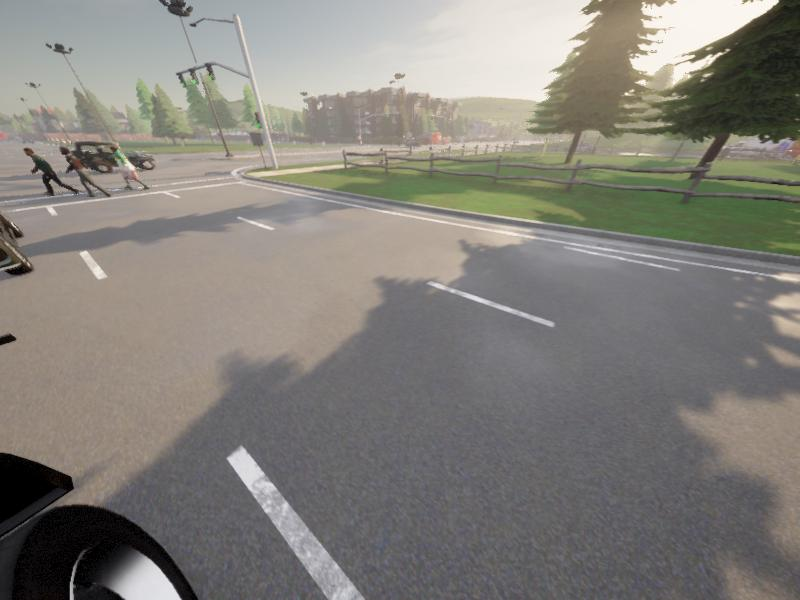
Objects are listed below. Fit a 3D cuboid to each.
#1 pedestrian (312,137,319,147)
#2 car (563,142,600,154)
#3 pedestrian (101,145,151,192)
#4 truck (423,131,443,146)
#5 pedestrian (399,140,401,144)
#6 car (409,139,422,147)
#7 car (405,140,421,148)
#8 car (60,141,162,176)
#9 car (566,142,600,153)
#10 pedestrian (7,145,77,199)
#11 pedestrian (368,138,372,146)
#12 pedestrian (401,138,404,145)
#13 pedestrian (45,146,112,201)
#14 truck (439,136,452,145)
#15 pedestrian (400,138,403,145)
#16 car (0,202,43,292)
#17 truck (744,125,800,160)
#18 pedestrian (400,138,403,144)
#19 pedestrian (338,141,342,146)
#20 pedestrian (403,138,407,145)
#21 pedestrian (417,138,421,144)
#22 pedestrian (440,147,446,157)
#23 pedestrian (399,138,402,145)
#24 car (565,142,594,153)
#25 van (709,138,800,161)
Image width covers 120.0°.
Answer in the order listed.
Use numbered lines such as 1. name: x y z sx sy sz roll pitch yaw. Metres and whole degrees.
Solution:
1. pedestrian: -19.545 -36.553 53.542 0.751 1.860 0.751 26 42 31
2. car: 32.554 -27.333 41.522 4.856 1.649 2.033 22 41 28
3. pedestrian: -12.804 -6.176 10.863 0.751 1.860 0.751 -28 44 -34
4. truck: 11.175 -54.650 78.072 2.891 3.827 8.468 22 41 28
5. pedestrian: 0.050 -53.274 78.073 0.500 1.100 0.500 -22 41 -28
6. car: 4.549 -44.978 66.010 1.905 1.878 3.866 23 41 28
7. car: 3.385 -40.422 59.865 1.837 1.490 4.892 23 41 28
8. car: -20.298 -10.172 16.461 1.905 1.878 3.866 23 41 28
9. car: 36.598 -30.607 46.200 5.027 1.651 2.152 22 41 28
10. pedestrian: -14.852 -5.353 9.677 0.751 1.860 0.751 28 44 33
11. pedestrian: -8.481 -44.648 65.382 0.751 1.860 0.751 24 41 29
12. pedestrian: 0.714 -51.530 74.952 0.751 1.860 0.751 28 43 33
13. pedestrian: -13.017 -5.180 9.453 0.751 1.860 0.751 -27 44 -34
14. truck: 16.723 -58.692 85.028 2.627 2.467 5.204 22 41 28
15. pedestrian: 0.559 -51.989 75.600 0.751 1.860 0.751 -22 41 -28
16. car: -9.432 -1.371 4.344 5.027 1.651 2.152 22 41 28
17. truck: 55.332 -21.345 31.365 8.468 3.827 2.891 22 41 28
18. pedestrian: 0.612 -53.776 78.130 0.751 1.860 0.751 28 44 33
19. pedestrian: -15.257 -39.563 58.505 0.500 1.100 0.500 25 42 30
20. pedestrian: 1.649 -52.152 75.841 0.751 1.860 0.751 26 42 31
21. pedestrian: 6.769 -56.849 82.543 0.751 1.860 0.751 21 40 27
22. pedestrian: 5.478 -18.858 29.398 0.500 1.100 0.500 25 42 31
23. pedestrian: 0.154 -51.704 75.192 0.751 1.860 0.751 22 41 28
24. car: 34.251 -29.100 44.055 3.988 1.617 1.851 22 41 28
25. van: 48.725 -21.016 32.044 6.366 2.431 2.351 22 41 28
